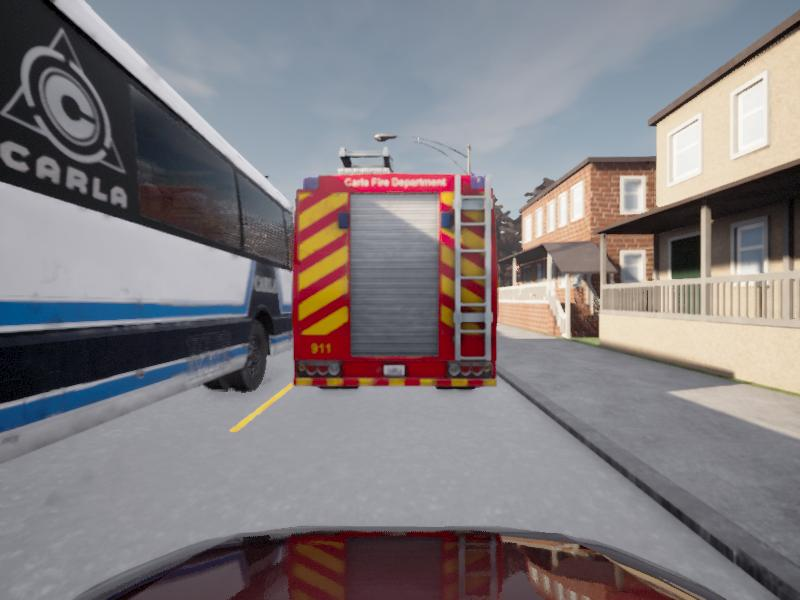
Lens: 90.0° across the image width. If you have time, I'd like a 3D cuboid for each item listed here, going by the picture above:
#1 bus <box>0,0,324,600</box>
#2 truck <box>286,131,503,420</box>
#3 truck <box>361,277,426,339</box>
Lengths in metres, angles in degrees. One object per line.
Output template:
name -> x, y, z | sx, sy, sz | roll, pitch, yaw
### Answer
bus -> -3.866, -0.534, 4.803 | 3.944, 4.253, 10.273 | 0, -1, 0
truck -> -0.005, -0.337, 9.561 | 2.891, 3.827, 8.468 | 0, 0, 1
truck -> -0.143, 0.324, 18.583 | 2.627, 2.467, 5.204 | 0, 0, 3
